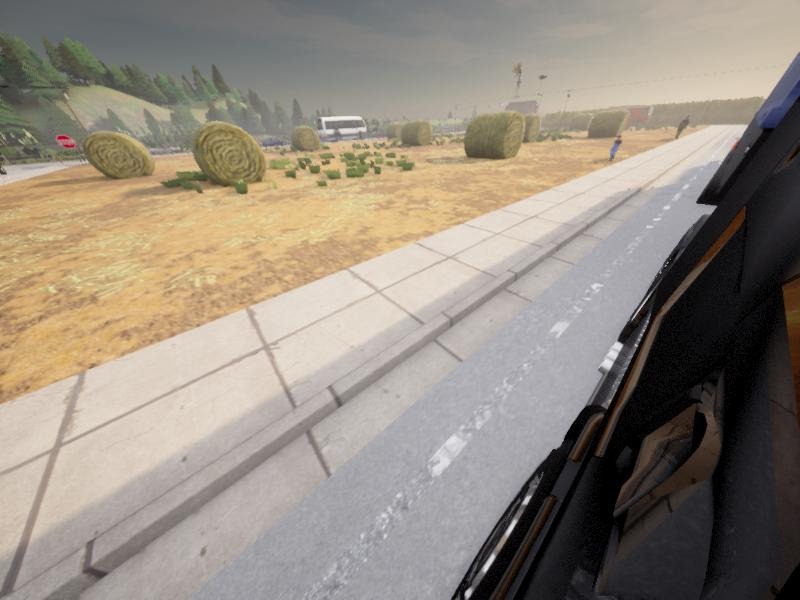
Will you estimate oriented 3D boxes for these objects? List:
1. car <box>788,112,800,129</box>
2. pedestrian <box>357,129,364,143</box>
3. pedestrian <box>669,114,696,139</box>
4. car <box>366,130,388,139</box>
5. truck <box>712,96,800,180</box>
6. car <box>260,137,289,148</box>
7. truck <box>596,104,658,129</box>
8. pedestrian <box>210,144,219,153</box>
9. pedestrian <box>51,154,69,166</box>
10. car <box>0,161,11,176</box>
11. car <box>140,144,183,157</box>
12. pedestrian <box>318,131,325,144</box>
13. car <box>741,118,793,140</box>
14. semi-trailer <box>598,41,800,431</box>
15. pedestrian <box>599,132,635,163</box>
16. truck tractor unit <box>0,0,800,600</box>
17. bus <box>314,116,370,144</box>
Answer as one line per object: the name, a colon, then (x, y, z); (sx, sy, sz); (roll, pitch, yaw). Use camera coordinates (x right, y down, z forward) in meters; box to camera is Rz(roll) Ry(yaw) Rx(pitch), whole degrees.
car: (51.048, -22.510, 28.861); (5.238, 1.638, 1.930); (-28, 44, -30)
pedestrian: (-6.922, -28.927, 40.755); (0.751, 1.860, 0.751); (0, 37, 4)
pedestrian: (26.507, -16.274, 21.715); (0.751, 1.860, 0.751); (22, 43, 29)
car: (-5.548, -40.401, 56.421); (4.856, 1.649, 2.033); (-26, 42, -27)
truck: (16.101, -6.801, 9.604); (5.204, 2.467, 2.627); (-28, 43, -30)
car: (-23.316, -29.339, 43.010); (4.193, 1.474, 1.816); (-25, 42, -27)
truck: (49.280, -40.086, 50.589); (2.891, 3.827, 8.468); (-28, 43, -29)
pedestrian: (-26.471, -21.631, 32.993); (0.500, 1.100, 0.500); (-10, 37, -9)
pedestrian: (-39.056, -16.120, 26.542); (0.500, 1.100, 0.500); (-18, 39, -19)
car: (-38.315, -12.102, 20.781); (1.905, 1.878, 3.866); (-27, 43, -29)
car: (-38.862, -24.529, 37.791); (4.718, 1.301, 1.895); (-25, 42, -27)
pedestrian: (-14.525, -30.147, 42.885); (0.751, 1.860, 0.751); (-17, 39, -18)
car: (33.013, -15.447, 20.887); (4.181, 1.385, 1.994); (-28, 44, -30)
semi-trailer: (8.688, -3.620, 4.226); (14.254, 4.402, 2.717); (-28, 44, -30)
pedestrian: (11.722, -8.278, 12.524); (0.751, 1.300, 0.751); (-14, 38, -15)
truck tractor unit: (2.645, -0.295, 0.351); (6.516, 4.208, 3.053); (-28, 44, -30)
bus: (-11.939, -35.906, 48.685); (10.273, 4.253, 3.944); (-26, 43, -27)
